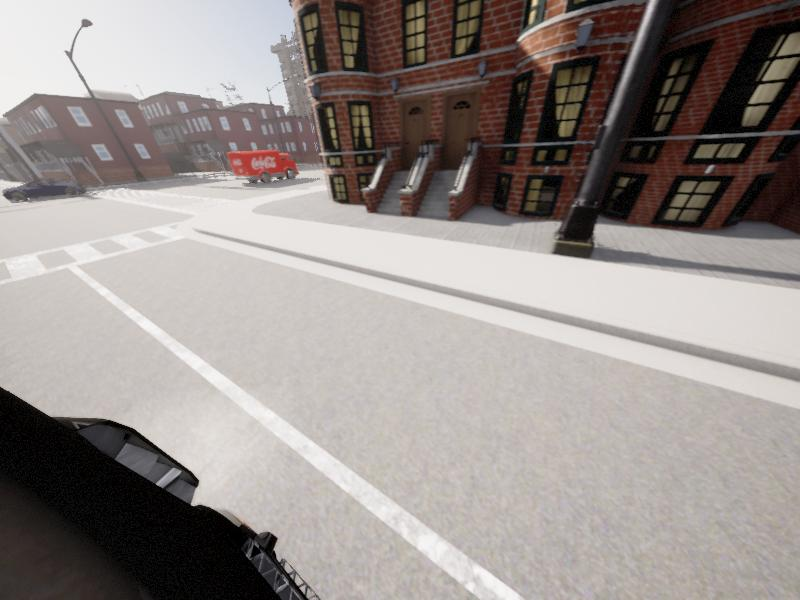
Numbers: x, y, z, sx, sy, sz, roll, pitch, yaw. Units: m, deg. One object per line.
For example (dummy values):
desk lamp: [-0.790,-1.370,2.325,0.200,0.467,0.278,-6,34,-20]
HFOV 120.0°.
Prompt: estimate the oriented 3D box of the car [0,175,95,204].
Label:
car: [-28.157,-8.888,18.405,4.181,1.385,1.994,-25,40,-30]

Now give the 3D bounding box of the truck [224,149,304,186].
truck: [-12.111,-12.197,21.123,2.627,2.467,5.204,16,38,27]

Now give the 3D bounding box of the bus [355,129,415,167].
bus: [-1.790,-23.234,35.350,3.944,4.253,10.273,16,38,26]
